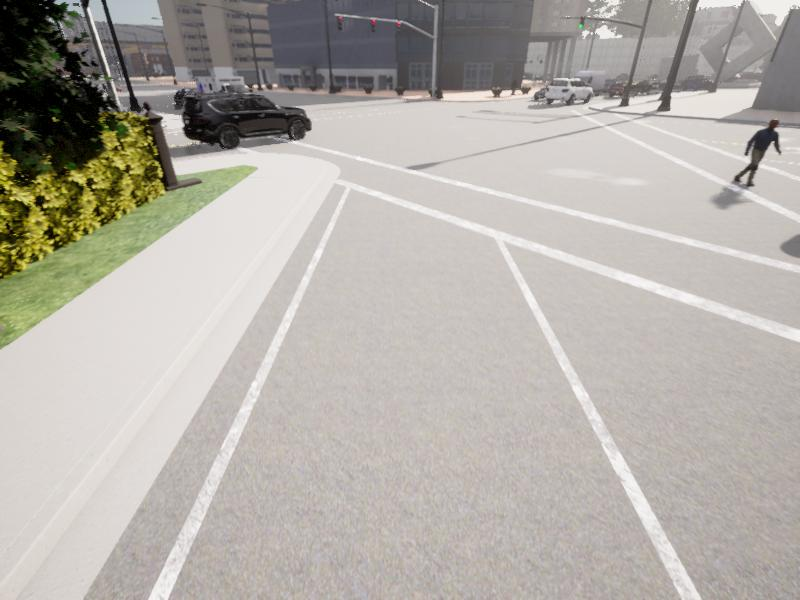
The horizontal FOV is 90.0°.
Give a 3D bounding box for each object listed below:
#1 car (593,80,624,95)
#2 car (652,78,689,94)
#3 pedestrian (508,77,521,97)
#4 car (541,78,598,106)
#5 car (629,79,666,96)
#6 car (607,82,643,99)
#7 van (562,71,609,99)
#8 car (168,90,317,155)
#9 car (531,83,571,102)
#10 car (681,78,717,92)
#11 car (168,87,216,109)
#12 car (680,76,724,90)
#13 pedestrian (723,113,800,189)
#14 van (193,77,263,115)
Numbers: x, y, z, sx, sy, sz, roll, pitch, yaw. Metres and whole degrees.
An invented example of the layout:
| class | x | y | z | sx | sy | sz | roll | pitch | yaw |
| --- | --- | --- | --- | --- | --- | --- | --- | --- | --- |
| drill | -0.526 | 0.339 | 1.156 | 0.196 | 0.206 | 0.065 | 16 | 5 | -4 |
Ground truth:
| class | x | y | z | sx | sy | sz | roll | pitch | yaw |
| --- | --- | --- | --- | --- | --- | --- | --- | --- | --- |
| car | 25.338 | -25.821 | 48.573 | 3.633 | 1.501 | 1.845 | -26 | 39 | -37 |
| car | 34.949 | -27.700 | 51.650 | 5.238 | 1.638 | 1.930 | -22 | 37 | -32 |
| pedestrian | 12.049 | -22.433 | 42.145 | 0.751 | 1.860 | 0.751 | 24 | 38 | 35 |
| car | 15.286 | -18.736 | 35.961 | 5.566 | 2.045 | 2.150 | -24 | 38 | -36 |
| car | 29.575 | -25.409 | 47.746 | 5.238 | 1.638 | 1.930 | -26 | 39 | -36 |
| car | 24.686 | -22.997 | 43.800 | 4.193 | 1.474 | 1.816 | -25 | 39 | -37 |
| van | 20.553 | -23.887 | 44.279 | 5.915 | 2.561 | 1.988 | -26 | 39 | -37 |
| car | -6.724 | -8.076 | 17.824 | 2.150 | 2.045 | 5.566 | 26 | 39 | 37 |
| car | 15.151 | -20.810 | 40.087 | 4.193 | 1.474 | 1.816 | -26 | 39 | -37 |
| car | 41.028 | -29.536 | 54.937 | 4.193 | 1.474 | 1.816 | -15 | 33 | -23 |
| car | -19.230 | -18.702 | 36.939 | 2.128 | 1.511 | 4.902 | -26 | 38 | -37 |
| car | 45.046 | -32.479 | 59.765 | 2.242 | 1.667 | 4.611 | -26 | 39 | -37 |
| pedestrian | 9.957 | -4.120 | 11.090 | 0.751 | 1.860 | 0.751 | 4 | 31 | 7 |
| van | -13.768 | -16.353 | 31.818 | 2.351 | 2.431 | 6.366 | -26 | 39 | -37 |
